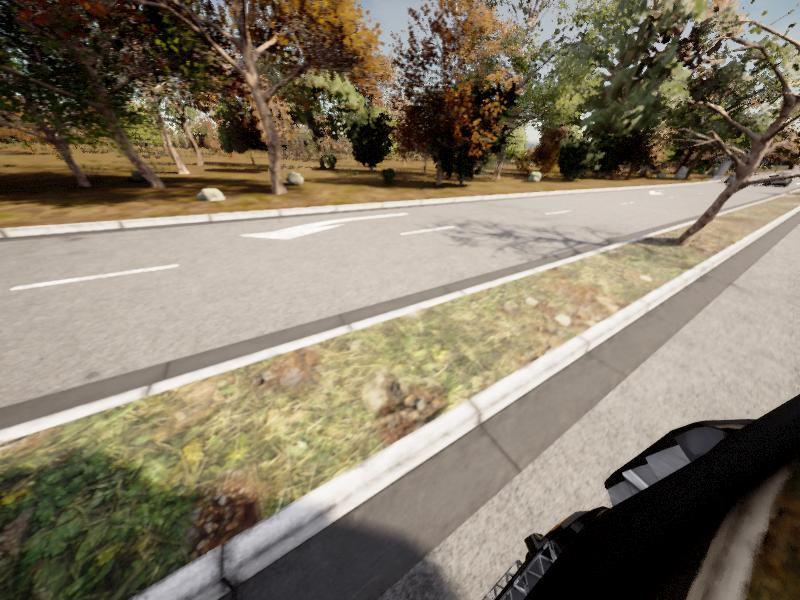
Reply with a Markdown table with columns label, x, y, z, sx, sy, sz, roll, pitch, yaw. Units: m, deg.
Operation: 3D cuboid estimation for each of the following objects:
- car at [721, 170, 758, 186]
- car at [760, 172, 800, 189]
| label | x | y | z | sx | sy | sz | roll | pitch | yaw |
| --- | --- | --- | --- | --- | --- | --- | --- | --- | --- |
| car | 45.093 | -16.226 | 30.675 | 3.705 | 1.549 | 1.789 | -16 | 38 | -26 |
| car | 49.054 | -15.476 | 29.759 | 3.988 | 1.617 | 1.851 | -16 | 38 | -26 |
